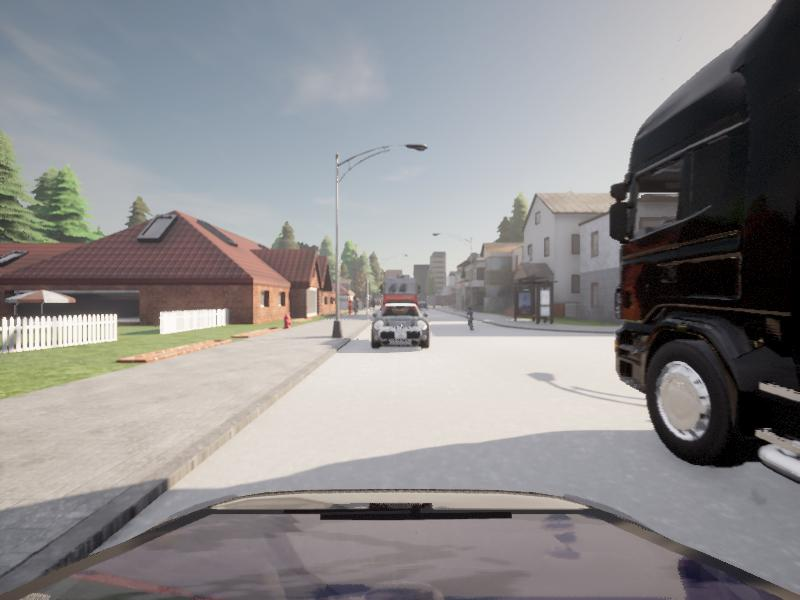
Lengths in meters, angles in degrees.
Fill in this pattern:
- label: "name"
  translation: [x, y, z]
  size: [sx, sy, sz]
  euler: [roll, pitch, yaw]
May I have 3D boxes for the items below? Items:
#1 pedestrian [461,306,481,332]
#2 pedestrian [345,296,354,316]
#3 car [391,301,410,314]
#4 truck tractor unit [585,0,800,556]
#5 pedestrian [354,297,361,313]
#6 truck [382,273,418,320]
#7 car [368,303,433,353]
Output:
- label: "pedestrian"
  translation: [3.686, 0.946, 20.705]
  size: [0.751, 1.300, 0.751]
  euler: [0, 0, -44]
- label: "pedestrian"
  translation: [-4.866, 0.586, 38.827]
  size: [0.751, 1.860, 0.751]
  euler: [0, 0, -17]
- label: "car"
  translation: [0.032, 0.901, 48.381]
  size: [2.128, 1.511, 4.902]
  euler: [0, 0, 0]
- label: "truck tractor unit"
  translation: [4.003, -0.518, 2.074]
  size: [3.053, 4.208, 6.516]
  euler: [0, 0, 0]
- label: "pedestrian"
  translation: [-5.051, 0.598, 47.964]
  size: [0.751, 1.860, 0.751]
  euler: [0, 0, -1]
- label: "truck"
  translation: [0.019, -0.271, 36.502]
  size: [2.891, 3.827, 8.468]
  euler: [0, 0, 0]
- label: "car"
  translation: [0.014, 0.873, 14.114]
  size: [1.970, 1.475, 3.806]
  euler: [0, 0, 0]
